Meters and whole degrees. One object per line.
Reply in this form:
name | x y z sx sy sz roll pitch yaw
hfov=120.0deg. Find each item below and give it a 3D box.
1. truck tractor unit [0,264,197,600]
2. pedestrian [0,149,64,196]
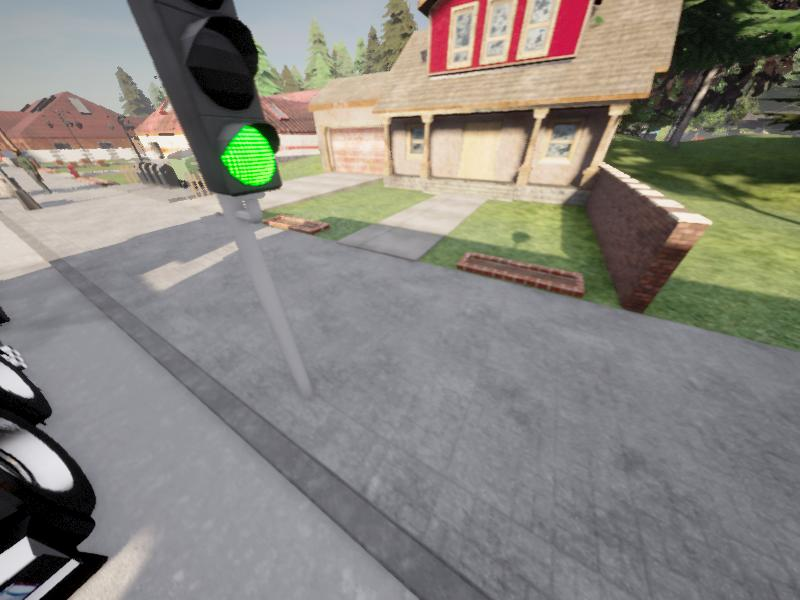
truck tractor unit | -5.114 -0.296 0.783 6.516 4.208 3.053 18 39 24
pedestrian | -17.601 -6.086 11.036 0.751 1.860 0.751 9 36 13
